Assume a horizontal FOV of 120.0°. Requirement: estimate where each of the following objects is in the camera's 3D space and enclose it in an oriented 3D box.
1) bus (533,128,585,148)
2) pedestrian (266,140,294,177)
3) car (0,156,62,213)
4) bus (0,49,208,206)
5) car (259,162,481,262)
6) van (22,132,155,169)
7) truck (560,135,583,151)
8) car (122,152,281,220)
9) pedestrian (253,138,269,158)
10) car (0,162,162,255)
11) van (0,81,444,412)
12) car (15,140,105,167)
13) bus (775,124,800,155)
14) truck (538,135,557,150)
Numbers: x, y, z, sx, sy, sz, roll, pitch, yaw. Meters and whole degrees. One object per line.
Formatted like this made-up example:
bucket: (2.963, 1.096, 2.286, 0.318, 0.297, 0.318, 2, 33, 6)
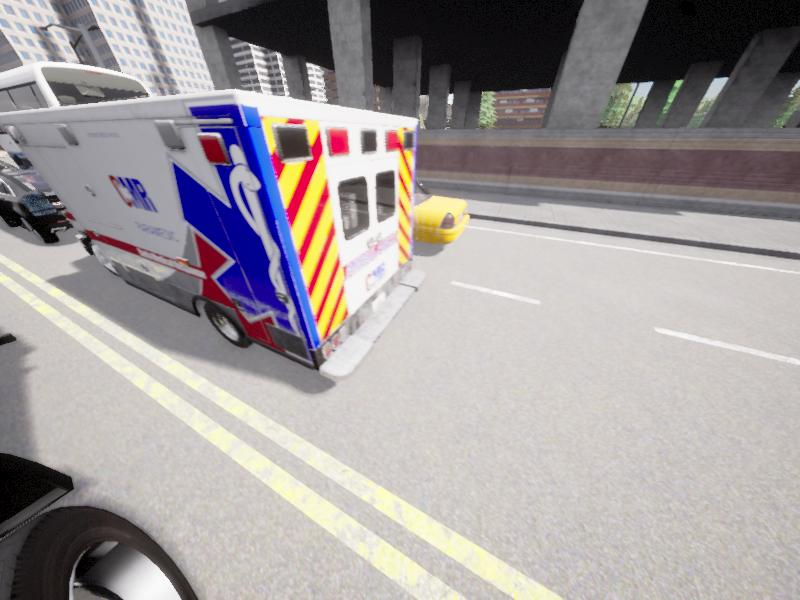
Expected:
bus: (41.993, -43.143, 61.595, 10.273, 4.253, 3.944, 16, 38, 21)
pedestrian: (-7.311, -8.614, 14.120, 0.751, 1.860, 0.751, 16, 38, 21)
car: (-15.540, -4.461, 8.749, 3.705, 1.549, 1.789, 16, 38, 20)
bus: (-15.322, -7.664, 10.947, 10.273, 4.253, 3.944, 16, 38, 21)
car: (-0.888, -2.618, 6.230, 5.366, 1.575, 1.801, 16, 38, 21)
van: (-27.165, -13.506, 20.705, 2.351, 2.431, 6.366, 15, 38, 20)
truck: (35.117, -32.363, 47.560, 2.615, 2.467, 5.204, 16, 38, 21)
car: (-7.276, -4.439, 8.681, 4.611, 1.667, 2.242, 15, 38, 20)
pedestrian: (-15.845, -17.348, 26.419, 0.751, 1.860, 0.751, 17, 39, 23)
car: (-9.742, -2.823, 6.513, 4.902, 1.511, 2.128, 16, 38, 21)
van: (-2.878, -1.283, 3.591, 6.366, 2.431, 2.351, 16, 38, 20)
car: (-30.850, -13.521, 21.164, 1.905, 1.878, 3.866, 15, 38, 20)
bus: (67.603, -25.128, 36.197, 3.944, 4.253, 10.273, 15, 38, 20)
truck: (31.232, -33.455, 49.075, 2.615, 2.467, 5.204, 16, 38, 21)
